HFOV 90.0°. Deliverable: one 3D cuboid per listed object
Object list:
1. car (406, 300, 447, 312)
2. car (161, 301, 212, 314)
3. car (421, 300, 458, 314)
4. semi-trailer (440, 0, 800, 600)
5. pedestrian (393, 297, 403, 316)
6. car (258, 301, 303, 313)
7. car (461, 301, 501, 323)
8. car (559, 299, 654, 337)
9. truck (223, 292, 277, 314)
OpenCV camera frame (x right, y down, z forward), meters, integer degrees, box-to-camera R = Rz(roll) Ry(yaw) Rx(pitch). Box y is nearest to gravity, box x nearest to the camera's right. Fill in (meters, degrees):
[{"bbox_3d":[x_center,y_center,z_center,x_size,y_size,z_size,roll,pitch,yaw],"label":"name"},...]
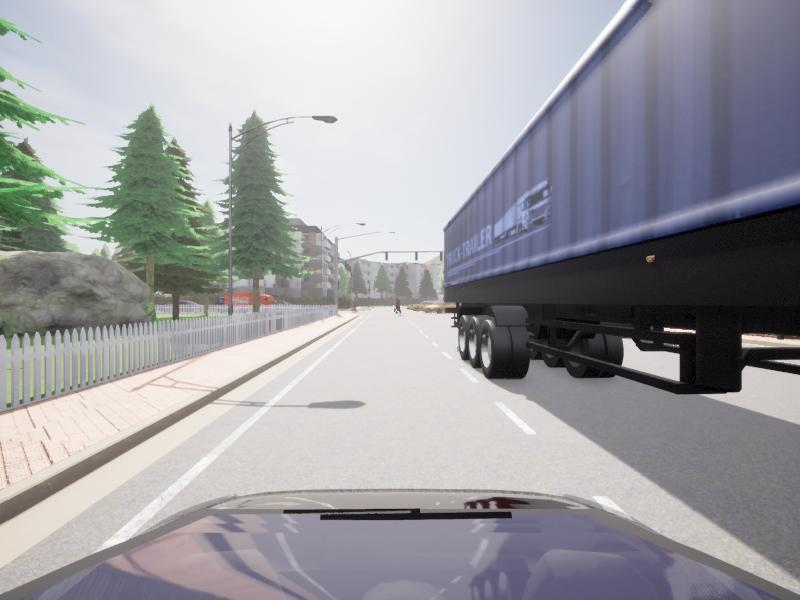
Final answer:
[{"bbox_3d":[3.472,0.801,53.274,5.366,1.575,1.801,0,0,0],"label":"car"},{"bbox_3d":[-24.545,0.845,46.090,4.892,1.490,1.837,0,0,0],"label":"car"},{"bbox_3d":[4.730,0.802,47.130,1.801,1.575,5.366,0,0,38],"label":"car"},{"bbox_3d":[3.062,-0.618,6.800,2.717,4.402,14.254,0,0,-2],"label":"semi-trailer"},{"bbox_3d":[-0.204,0.637,39.972,0.751,1.860,0.751,0,0,-29],"label":"pedestrian"},{"bbox_3d":[-14.752,0.836,49.654,4.902,1.511,2.128,0,0,0],"label":"car"},{"bbox_3d":[6.005,0.823,30.287,1.882,1.535,5.008,0,0,-2],"label":"car"},{"bbox_3d":[9.845,0.777,19.641,2.033,1.649,4.856,0,0,-2],"label":"car"},{"bbox_3d":[-17.188,0.357,46.139,5.204,2.467,2.627,0,0,0],"label":"truck"}]
